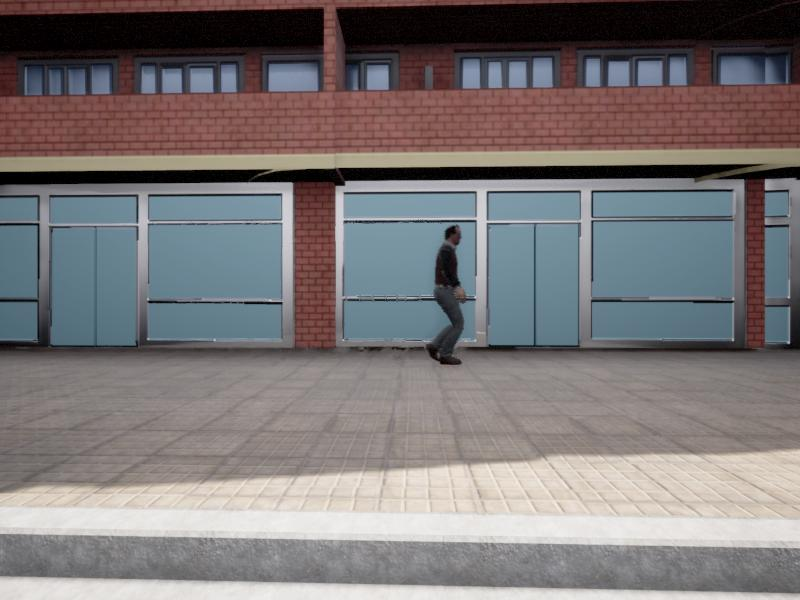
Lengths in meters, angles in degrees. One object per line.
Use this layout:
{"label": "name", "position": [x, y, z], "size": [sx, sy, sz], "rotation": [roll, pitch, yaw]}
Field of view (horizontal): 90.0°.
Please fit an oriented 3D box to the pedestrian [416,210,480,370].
{"label": "pedestrian", "position": [0.576, -0.115, 5.058], "size": [0.751, 1.860, 0.751], "rotation": [0, 0, 2]}
